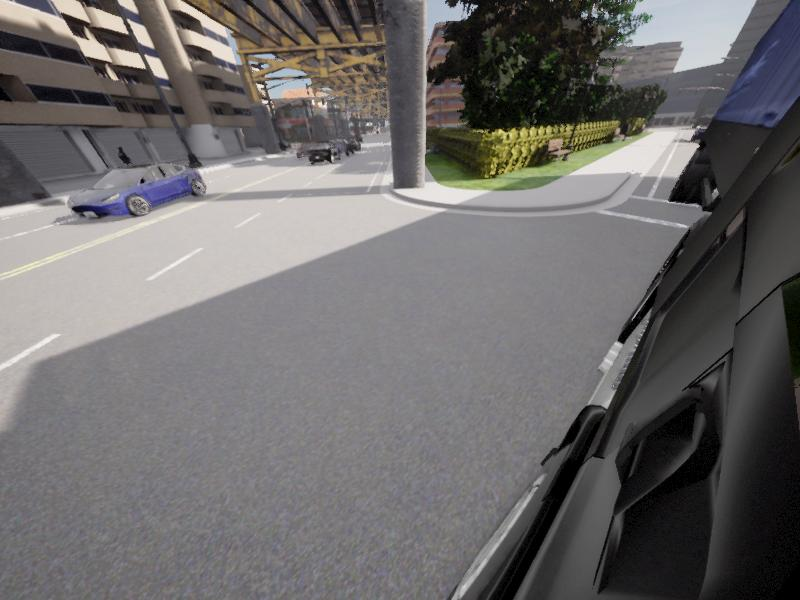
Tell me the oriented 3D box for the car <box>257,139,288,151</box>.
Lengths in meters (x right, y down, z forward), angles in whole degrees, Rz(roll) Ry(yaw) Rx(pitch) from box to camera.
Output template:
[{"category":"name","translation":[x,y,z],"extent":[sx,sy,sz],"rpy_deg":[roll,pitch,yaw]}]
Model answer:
[{"category":"car","translation":[-23.870,-29.067,43.320],"extent":[4.974,1.542,2.038],"rpy_deg":[14,40,21]}]

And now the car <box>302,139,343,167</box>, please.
[{"category":"car","translation":[-6.763,-13.326,20.803],"extent":[1.930,1.638,5.238],"rpy_deg":[-2,36,1]}]

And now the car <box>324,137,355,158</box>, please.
[{"category":"car","translation":[-6.749,-17.496,26.459],"extent":[2.152,1.651,5.027],"rpy_deg":[-2,36,1]}]

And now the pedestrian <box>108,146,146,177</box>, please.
[{"category":"pedestrian","translation":[-19.884,-10.107,16.881],"extent":[0.751,1.860,0.751],"rpy_deg":[-2,36,2]}]

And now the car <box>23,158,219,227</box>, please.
[{"category":"car","translation":[-10.239,-4.548,9.302],"extent":[2.163,1.488,4.792],"rpy_deg":[-2,36,1]}]

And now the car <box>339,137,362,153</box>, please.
[{"category":"car","translation":[-6.778,-21.674,32.189],"extent":[2.038,1.542,4.974],"rpy_deg":[-2,36,1]}]

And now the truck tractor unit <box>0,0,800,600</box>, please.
[{"category":"truck tractor unit","translation":[2.645,-0.295,0.351],"extent":[6.516,4.208,3.053],"rpy_deg":[-28,44,-30]}]

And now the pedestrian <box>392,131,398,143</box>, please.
[{"category":"pedestrian","translation":[-1.002,-32.984,46.773],"extent":[0.751,1.860,0.751],"rpy_deg":[-19,39,-20]}]

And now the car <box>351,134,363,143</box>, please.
[{"category":"car","translation":[-10.312,-38.677,55.342],"extent":[1.930,1.638,5.238],"rpy_deg":[-2,36,1]}]

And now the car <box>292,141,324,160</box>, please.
[{"category":"car","translation":[-10.269,-16.984,26.159],"extent":[1.812,1.442,4.674],"rpy_deg":[-2,36,1]}]

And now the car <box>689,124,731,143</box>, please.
[{"category":"car","translation":[29.785,-16.122,22.352],"extent":[1.895,1.301,4.718],"rpy_deg":[29,47,36]}]

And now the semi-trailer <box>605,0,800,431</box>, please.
[{"category":"semi-trailer","translation":[8.367,-3.805,4.538],"extent":[14.254,4.402,2.717],"rpy_deg":[-32,45,-33]}]
